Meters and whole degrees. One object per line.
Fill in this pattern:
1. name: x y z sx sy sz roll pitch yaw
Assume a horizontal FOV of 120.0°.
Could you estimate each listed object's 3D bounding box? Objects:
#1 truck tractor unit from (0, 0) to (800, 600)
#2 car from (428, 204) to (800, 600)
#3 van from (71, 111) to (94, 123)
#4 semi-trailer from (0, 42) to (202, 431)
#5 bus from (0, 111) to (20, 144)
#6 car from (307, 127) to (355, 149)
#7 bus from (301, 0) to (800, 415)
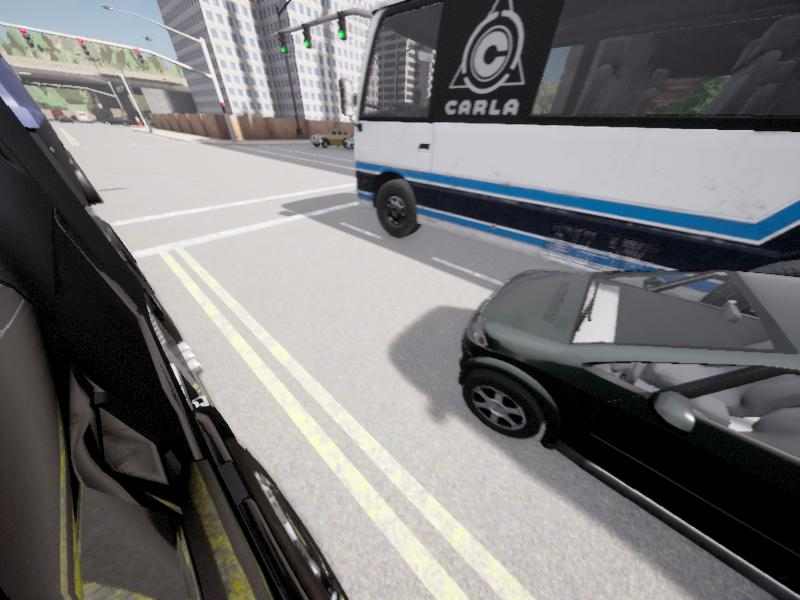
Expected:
1. truck tractor unit: -2.645 -0.295 0.351 6.516 4.208 3.053 28 44 30
2. car: 2.312 0.706 1.554 3.705 1.549 1.789 28 44 30
3. van: -83.818 -48.332 60.973 6.366 2.431 2.351 28 44 30
4. semi-trailer: -8.698 -3.604 4.233 14.254 4.402 2.717 28 44 30
5. bus: -35.439 -15.155 18.135 10.273 4.253 3.944 28 44 30
6. car: -7.619 -18.194 25.933 1.932 1.855 4.605 30 45 32
7. bus: 3.480 -2.421 3.554 10.273 4.253 3.944 28 44 30
